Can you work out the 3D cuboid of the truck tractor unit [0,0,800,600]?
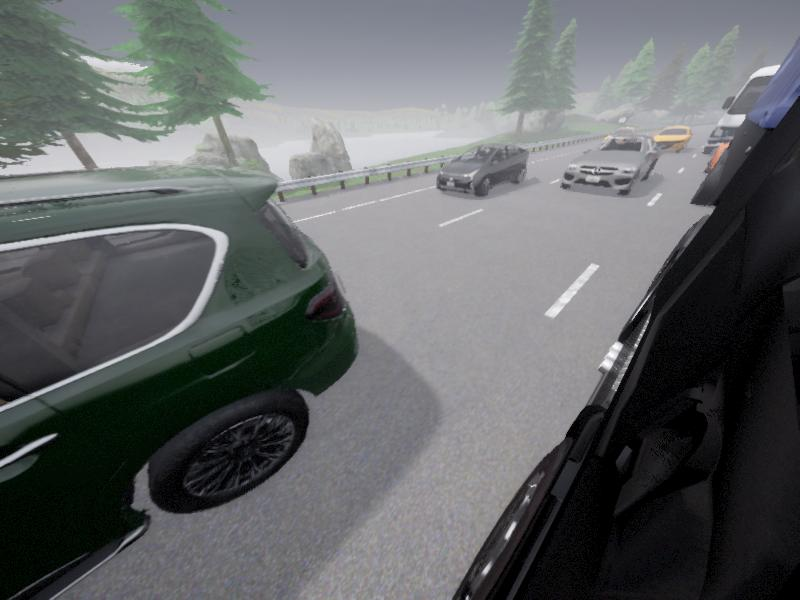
[{"bbox_3d":[2.645,-0.295,0.351,6.516,4.208,3.053,-28,44,-30],"label":"truck tractor unit"}]

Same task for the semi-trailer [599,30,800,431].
[{"bbox_3d":[8.636,-3.641,4.296,14.254,4.402,2.717,-29,44,-30],"label":"semi-trailer"}]

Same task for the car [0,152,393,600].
[{"bbox_3d":[-2.896,0.780,1.080,5.566,2.045,2.150,-29,44,-31],"label":"car"}]

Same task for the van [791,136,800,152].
[{"bbox_3d":[27.599,-10.735,14.659,4.442,1.987,1.775,-29,44,-31],"label":"van"}]

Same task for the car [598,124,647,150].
[{"bbox_3d":[20.167,-14.796,20.911,5.366,1.575,1.801,-29,44,-31],"label":"car"}]

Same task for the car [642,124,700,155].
[{"bbox_3d":[20.210,-12.002,17.197,5.008,1.535,1.882,-29,44,-31],"label":"car"}]

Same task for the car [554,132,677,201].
[{"bbox_3d":[8.497,-5.451,9.073,5.027,1.651,2.152,-29,44,-31],"label":"car"}]

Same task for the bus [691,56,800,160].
[{"bbox_3d":[23.765,-12.219,14.996,10.273,4.253,3.944,-29,44,-31],"label":"bus"}]

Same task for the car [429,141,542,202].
[{"bbox_3d":[3.512,-5.408,9.409,4.514,1.525,2.007,-29,44,-31],"label":"car"}]

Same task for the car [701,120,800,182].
[{"bbox_3d":[15.396,-6.581,10.017,4.553,1.767,2.097,-30,45,-31],"label":"car"}]
